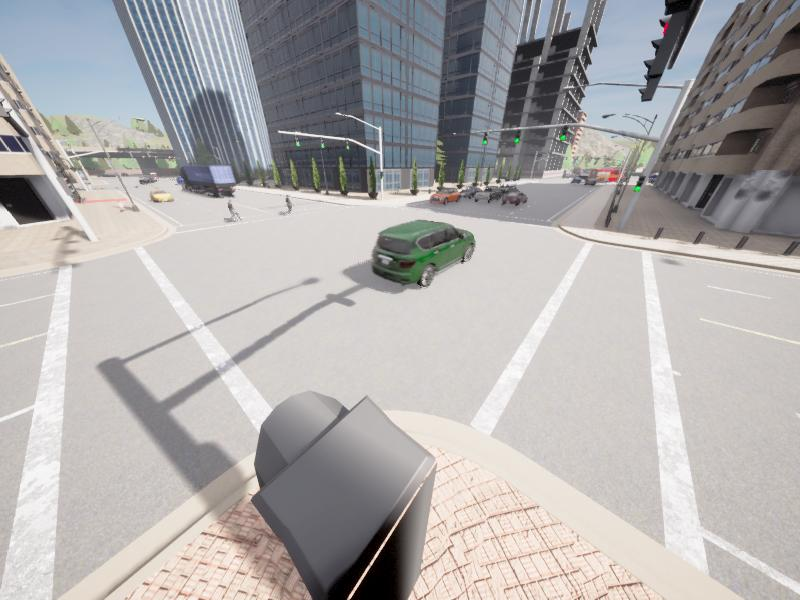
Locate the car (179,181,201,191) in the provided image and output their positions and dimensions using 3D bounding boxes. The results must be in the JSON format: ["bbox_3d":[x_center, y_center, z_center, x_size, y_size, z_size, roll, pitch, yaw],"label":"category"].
[{"bbox_3d":[-41.182,-22.370,45.225,4.514,1.525,2.007,23,37,34],"label":"car"}]

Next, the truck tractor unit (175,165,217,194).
[{"bbox_3d":[-36.054,-21.355,40.814,6.516,4.208,3.053,23,37,34],"label":"truck tractor unit"}]

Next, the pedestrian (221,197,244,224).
[{"bbox_3d":[-13.421,-7.187,18.545,0.751,1.860,0.751,23,37,34],"label":"pedestrian"}]

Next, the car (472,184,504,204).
[{"bbox_3d":[11.313,-13.571,29.522,1.932,1.855,4.605,23,37,34],"label":"car"}]

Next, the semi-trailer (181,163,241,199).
[{"bbox_3d":[-29.983,-18.918,36.350,14.254,4.402,2.717,23,37,34],"label":"semi-trailer"}]

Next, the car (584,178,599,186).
[{"bbox_3d":[46.285,-28.577,55.914,2.163,1.488,4.792,22,37,33],"label":"car"}]

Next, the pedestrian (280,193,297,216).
[{"bbox_3d":[-10.263,-8.795,21.312,0.751,1.860,0.751,24,38,35],"label":"pedestrian"}]

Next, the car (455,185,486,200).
[{"bbox_3d":[10.100,-15.400,33.058,2.128,1.511,4.902,23,37,34],"label":"car"}]

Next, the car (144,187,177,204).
[{"bbox_3d":[-31.117,-13.587,29.959,5.366,1.575,1.801,23,37,34],"label":"car"}]

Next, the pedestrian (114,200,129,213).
[{"bbox_3d":[-26.362,-8.838,21.859,0.500,1.100,0.500,20,36,31],"label":"pedestrian"}]

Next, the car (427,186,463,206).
[{"bbox_3d":[5.584,-12.881,28.411,2.097,1.767,4.553,23,37,34],"label":"car"}]

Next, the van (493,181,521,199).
[{"bbox_3d":[15.712,-16.227,33.959,2.069,2.038,4.480,23,37,34],"label":"van"}]

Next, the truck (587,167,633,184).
[{"bbox_3d":[57.689,-34.420,63.779,8.468,3.827,2.891,3,30,4],"label":"truck"}]

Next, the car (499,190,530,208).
[{"bbox_3d":[13.574,-12.011,27.255,1.812,1.442,4.674,23,37,34],"label":"car"}]

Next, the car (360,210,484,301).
[{"bbox_3d":[1.219,-2.280,9.870,2.150,2.045,5.566,23,38,34],"label":"car"}]
